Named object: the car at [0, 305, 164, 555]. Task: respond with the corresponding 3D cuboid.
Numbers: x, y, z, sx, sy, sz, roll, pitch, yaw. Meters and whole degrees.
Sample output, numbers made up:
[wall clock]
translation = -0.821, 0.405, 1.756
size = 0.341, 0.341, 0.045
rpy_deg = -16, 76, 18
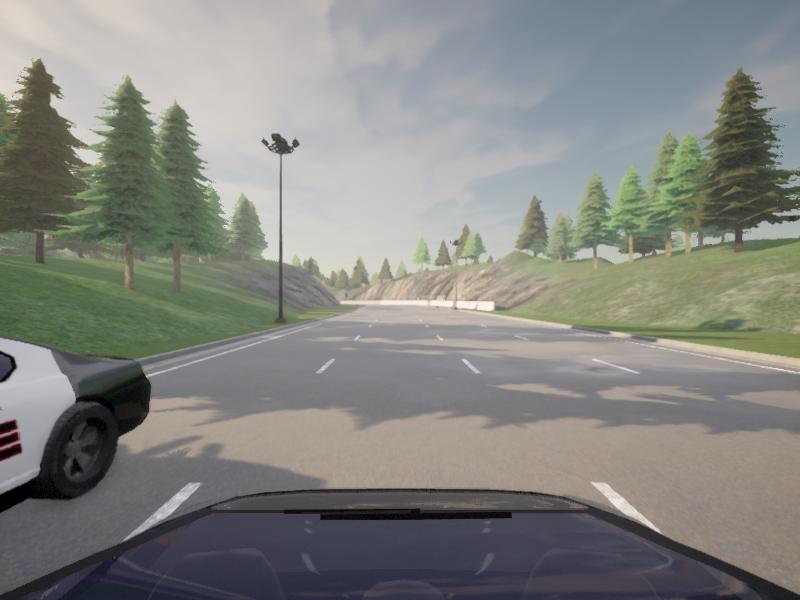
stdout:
[car]
translation = -3.518, 0.827, 1.754
size = 2.038, 1.542, 4.974
rpy_deg = 0, 0, 0
